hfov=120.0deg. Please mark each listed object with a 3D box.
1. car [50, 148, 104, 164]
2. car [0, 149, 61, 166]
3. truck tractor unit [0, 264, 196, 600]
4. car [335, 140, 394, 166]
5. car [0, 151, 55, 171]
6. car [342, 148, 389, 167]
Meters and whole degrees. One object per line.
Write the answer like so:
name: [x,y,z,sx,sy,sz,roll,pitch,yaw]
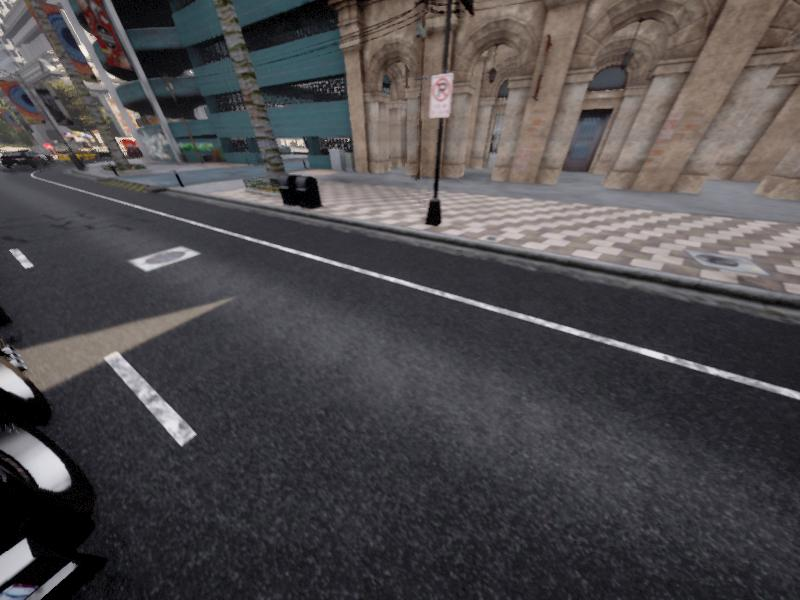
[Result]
car: [-44.685,-20.159,32.204,1.801,1.575,5.366,-12,37,-16]
car: [-47.081,-18.180,29.417,2.038,1.542,4.974,-14,37,-19]
truck tractor unit: [-5.113,-0.295,0.795,6.516,4.208,3.053,18,38,24]
car: [-3.687,-15.429,24.148,5.566,2.045,2.435,18,39,24]
car: [-39.841,-14.831,24.530,2.128,1.511,4.902,-24,41,-30]
car: [-3.634,-15.090,24.348,4.514,1.523,2.007,18,39,24]
